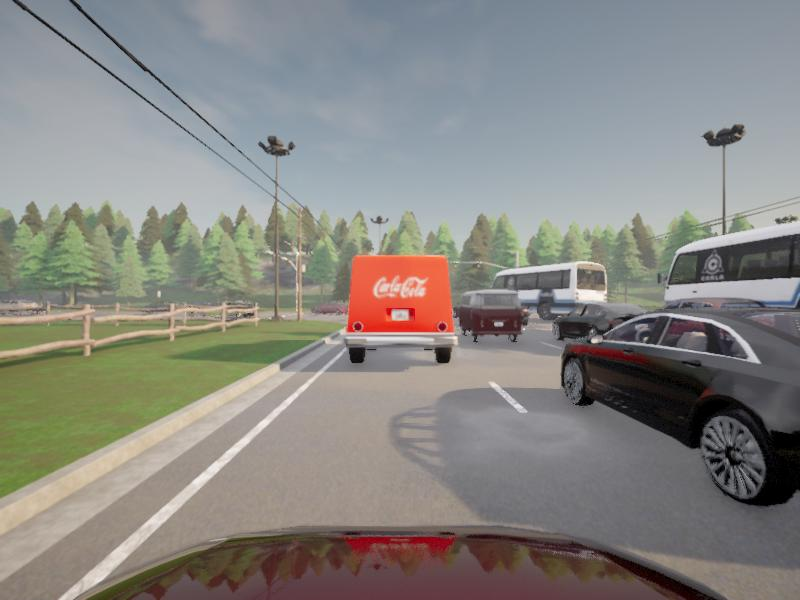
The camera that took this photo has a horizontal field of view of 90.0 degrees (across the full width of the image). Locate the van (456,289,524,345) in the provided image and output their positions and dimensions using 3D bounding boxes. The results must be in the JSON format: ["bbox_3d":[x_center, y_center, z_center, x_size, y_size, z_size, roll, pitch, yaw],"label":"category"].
[{"bbox_3d":[3.512,0.592,16.393,1.775,1.987,4.442,0,0,0],"label":"van"}]

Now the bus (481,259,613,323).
[{"bbox_3d":[11.295,-0.553,32.464,3.944,4.253,10.273,2,-1,-23],"label":"bus"}]

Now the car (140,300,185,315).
[{"bbox_3d":[-25.447,0.796,42.972,3.705,1.549,1.789,0,0,-8],"label":"car"}]

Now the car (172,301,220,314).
[{"bbox_3d":[-24.028,0.846,47.210,4.674,1.442,1.812,0,0,2],"label":"car"}]

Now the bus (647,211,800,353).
[{"bbox_3d":[13.940,-0.542,14.149,3.944,4.253,10.273,0,0,-1],"label":"bus"}]

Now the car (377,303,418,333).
[{"bbox_3d":[-0.214,0.897,21.566,1.994,1.385,4.181,0,0,-3],"label":"car"}]

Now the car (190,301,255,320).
[{"bbox_3d":[-14.458,0.812,32.699,4.514,1.525,2.007,0,0,6],"label":"car"}]

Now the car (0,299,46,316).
[{"bbox_3d":[-39.245,0.760,40.432,5.027,1.651,2.152,0,0,1],"label":"car"}]

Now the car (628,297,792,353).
[{"bbox_3d":[10.499,0.748,14.162,2.242,1.667,4.611,0,0,0],"label":"car"}]

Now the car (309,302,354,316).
[{"bbox_3d":[-7.150,0.886,41.792,4.181,1.385,1.994,0,0,18],"label":"car"}]

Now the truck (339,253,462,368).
[{"bbox_3d":[0.009,0.319,11.179,2.627,2.467,5.204,0,-2,0],"label":"truck"}]

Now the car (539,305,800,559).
[{"bbox_3d":[3.502,0.832,4.545,2.128,1.511,4.902,0,0,0],"label":"car"}]

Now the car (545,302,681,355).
[{"bbox_3d":[7.011,0.844,13.925,2.163,1.488,4.792,0,0,0],"label":"car"}]

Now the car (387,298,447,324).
[{"bbox_3d":[1.089,0.741,28.866,2.242,1.667,4.611,0,0,-29],"label":"car"}]

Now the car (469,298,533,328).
[{"bbox_3d":[6.265,0.746,25.501,2.242,1.667,4.611,0,0,-10],"label":"car"}]
